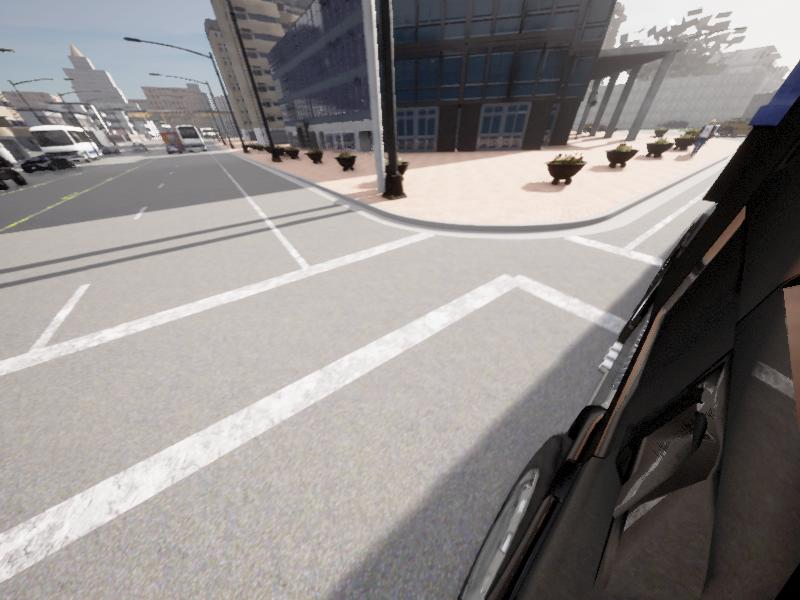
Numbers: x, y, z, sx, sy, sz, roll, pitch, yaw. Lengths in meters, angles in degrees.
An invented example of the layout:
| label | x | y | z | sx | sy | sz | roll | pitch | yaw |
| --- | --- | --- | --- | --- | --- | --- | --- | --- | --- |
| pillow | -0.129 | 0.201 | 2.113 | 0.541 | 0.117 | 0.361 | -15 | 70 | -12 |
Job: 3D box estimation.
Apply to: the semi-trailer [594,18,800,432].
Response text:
| label | x | y | z | sx | sy | sz | roll | pitch | yaw |
| --- | --- | --- | --- | --- | --- | --- | --- | --- | --- |
| semi-trailer | 8.933 | -3.414 | 4.012 | 14.254 | 4.402 | 2.717 | -25 | 43 | -27 |

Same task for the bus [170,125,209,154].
| label | x | y | z | sx | sy | sz | roll | pitch | yaw |
| --- | --- | --- | --- | --- | --- | --- | --- | --- | --- |
| bus | -42.157 | -32.465 | 46.620 | 3.944 | 4.253 | 10.273 | -25 | 42 | -27 |

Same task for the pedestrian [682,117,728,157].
| label | x | y | z | sx | sy | sz | roll | pitch | yaw |
| --- | --- | --- | --- | --- | --- | --- | --- | --- | --- |
| pedestrian | 17.938 | -9.605 | 13.636 | 0.751 | 1.860 | 0.751 | -24 | 42 | -27 |

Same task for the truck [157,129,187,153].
| label | x | y | z | sx | sy | sz | roll | pitch | yaw |
| --- | --- | --- | --- | --- | --- | --- | --- | --- | --- |
| truck | -49.554 | -34.862 | 50.463 | 2.891 | 3.827 | 8.468 | -25 | 43 | -27 |

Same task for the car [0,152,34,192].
| label | x | y | z | sx | sy | sz | roll | pitch | yaw |
| --- | --- | --- | --- | --- | --- | --- | --- | --- | --- |
| car | -25.559 | -7.768 | 14.067 | 1.905 | 1.878 | 3.866 | -25 | 42 | -27 |

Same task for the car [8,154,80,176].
| label | x | y | z | sx | sy | sz | roll | pitch | yaw |
| --- | --- | --- | --- | --- | --- | --- | --- | --- | --- |
| car | -34.856 | -13.443 | 22.824 | 1.994 | 1.385 | 4.181 | -17 | 39 | -19 |

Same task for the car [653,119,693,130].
| label | x | y | z | sx | sy | sz | roll | pitch | yaw |
| --- | --- | --- | --- | --- | --- | --- | --- | --- | --- |
| car | 59.748 | -38.500 | 50.711 | 5.027 | 1.651 | 2.152 | 13 | 40 | 19 |

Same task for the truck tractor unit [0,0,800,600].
| label | x | y | z | sx | sy | sz | roll | pitch | yaw |
| --- | --- | --- | --- | --- | --- | --- | --- | --- | --- |
| truck tractor unit | 2.645 | -0.295 | 0.351 | 6.516 | 4.208 | 3.053 | -28 | 44 | -30 |

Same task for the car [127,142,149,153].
| label | x | y | z | sx | sy | sz | roll | pitch | yaw |
| --- | --- | --- | --- | --- | --- | --- | --- | --- | --- |
| car | -58.551 | -34.127 | 51.713 | 2.242 | 1.667 | 4.611 | -25 | 43 | -27 |

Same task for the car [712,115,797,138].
| label | x | y | z | sx | sy | sz | roll | pitch | yaw |
| --- | --- | --- | --- | --- | --- | --- | --- | --- | --- |
| car | 39.436 | -19.468 | 25.963 | 1.932 | 1.855 | 4.605 | -10 | 39 | -9 |

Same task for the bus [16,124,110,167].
| label | x | y | z | sx | sy | sz | roll | pitch | yaw |
| --- | --- | --- | --- | --- | --- | --- | --- | --- | --- |
| bus | -46.274 | -21.796 | 32.477 | 3.944 | 4.253 | 10.273 | -27 | 43 | -28 |

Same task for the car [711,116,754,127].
| label | x | y | z | sx | sy | sz | roll | pitch | yaw |
| --- | --- | --- | --- | --- | --- | --- | --- | --- | --- |
| car | 69.389 | -37.336 | 48.328 | 4.553 | 1.767 | 2.097 | 9 | 38 | 14 |

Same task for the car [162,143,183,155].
| label | x | y | z | sx | sy | sz | roll | pitch | yaw |
| --- | --- | --- | --- | --- | --- | --- | --- | --- | --- |
| car | -42.801 | -28.500 | 43.552 | 2.033 | 1.649 | 4.856 | -24 | 42 | -27 |
